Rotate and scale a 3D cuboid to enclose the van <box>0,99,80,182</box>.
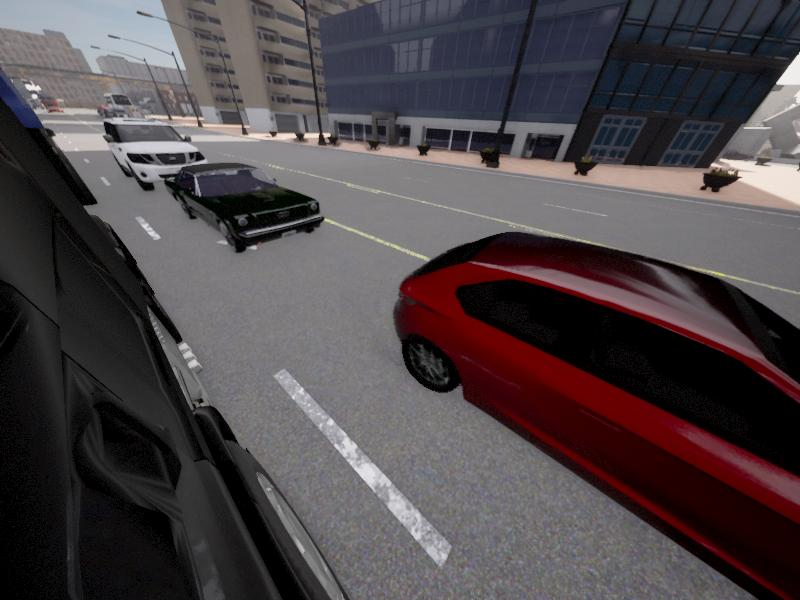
[{"bbox_3d":[-16.567,-6.913,9.770,6.366,2.431,2.351,28,44,30],"label":"van"}]

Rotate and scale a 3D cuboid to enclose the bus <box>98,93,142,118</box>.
[{"bbox_3d":[-66.639,-46.242,54.931,10.273,4.253,3.944,29,44,29],"label":"bus"}]

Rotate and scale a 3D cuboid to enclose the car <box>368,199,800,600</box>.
[{"bbox_3d":[1.905,0.531,1.849,4.193,1.474,1.816,28,44,30],"label":"car"}]

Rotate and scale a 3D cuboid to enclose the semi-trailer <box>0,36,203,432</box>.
[{"bbox_3d":[-8.751,-3.576,4.164,14.254,4.402,2.717,28,43,29],"label":"semi-trailer"}]

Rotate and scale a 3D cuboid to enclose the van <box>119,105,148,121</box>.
[{"bbox_3d":[-57.892,-40.655,50.184,6.366,2.431,2.351,30,44,28],"label":"van"}]

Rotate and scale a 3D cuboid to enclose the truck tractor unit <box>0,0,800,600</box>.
[{"bbox_3d":[-2.645,-0.295,0.351,6.516,4.208,3.053,28,44,30],"label":"truck tractor unit"}]

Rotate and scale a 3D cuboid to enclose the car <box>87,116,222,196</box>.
[{"bbox_3d":[-9.802,-5.917,9.196,5.566,2.045,2.150,28,44,30],"label":"car"}]

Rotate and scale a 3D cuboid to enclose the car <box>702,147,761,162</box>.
[{"bbox_3d":[54.607,-24.137,38.255,2.033,1.411,5.357,-10,39,-17],"label":"car"}]

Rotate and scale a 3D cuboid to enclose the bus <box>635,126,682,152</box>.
[{"bbox_3d":[57.605,-36.242,51.986,3.944,4.253,10.273,23,41,24],"label":"bus"}]

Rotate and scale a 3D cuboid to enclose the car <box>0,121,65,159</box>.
[{"bbox_3d":[-22.322,-9.593,13.728,4.902,1.511,2.128,28,44,30],"label":"car"}]

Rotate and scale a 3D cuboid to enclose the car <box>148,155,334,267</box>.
[{"bbox_3d":[-3.965,-2.507,5.657,4.718,1.301,1.895,28,44,30],"label":"car"}]
